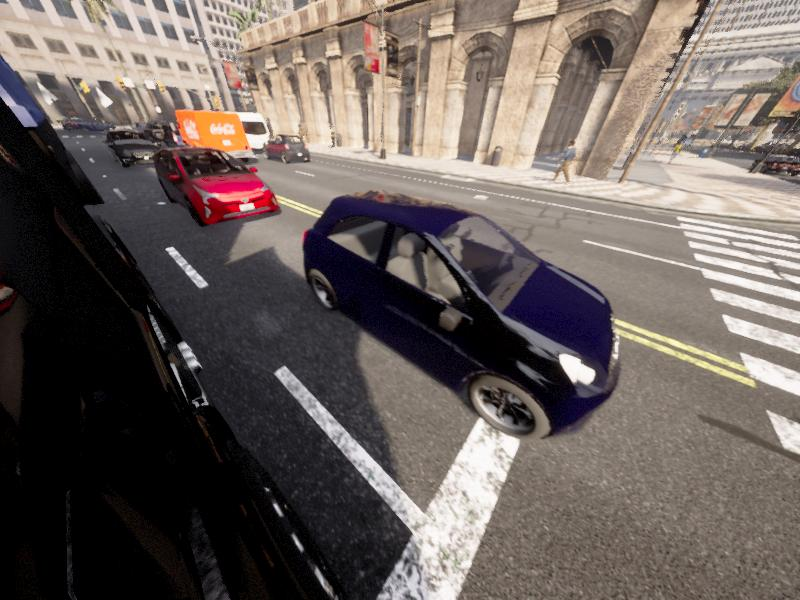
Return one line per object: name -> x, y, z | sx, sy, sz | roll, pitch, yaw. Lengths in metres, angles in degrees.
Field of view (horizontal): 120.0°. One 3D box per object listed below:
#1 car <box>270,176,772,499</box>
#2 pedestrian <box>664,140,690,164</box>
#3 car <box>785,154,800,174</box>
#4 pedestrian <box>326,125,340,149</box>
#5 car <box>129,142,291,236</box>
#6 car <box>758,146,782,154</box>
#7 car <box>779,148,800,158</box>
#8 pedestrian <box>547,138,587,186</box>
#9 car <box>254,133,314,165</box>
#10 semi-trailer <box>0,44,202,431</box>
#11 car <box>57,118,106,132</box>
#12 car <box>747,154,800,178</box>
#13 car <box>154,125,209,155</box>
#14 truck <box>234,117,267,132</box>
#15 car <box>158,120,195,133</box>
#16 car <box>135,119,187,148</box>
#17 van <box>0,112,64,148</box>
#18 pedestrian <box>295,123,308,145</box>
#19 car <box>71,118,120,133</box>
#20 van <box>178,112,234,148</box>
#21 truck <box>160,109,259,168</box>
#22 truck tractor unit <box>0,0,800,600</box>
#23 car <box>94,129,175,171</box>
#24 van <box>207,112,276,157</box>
car -> 0.485, -0.268, 2.745 | 3.633, 1.501, 1.845 | 28, 44, 30
pedestrian -> 26.396, -14.110, 22.090 | 0.751, 1.860, 0.751 | 29, 44, 31
car -> 37.854, -12.109, 20.800 | 1.994, 1.385, 4.181 | 27, 44, 29
pedestrian -> -6.514, -15.812, 22.436 | 0.751, 1.860, 0.751 | 27, 43, 29
car -> -5.464, -3.439, 6.617 | 4.514, 1.525, 2.007 | 28, 44, 30
car -> 88.556, -35.981, 55.403 | 1.816, 1.474, 4.193 | 28, 44, 30
car -> 79.022, -29.484, 46.236 | 1.812, 1.442, 4.674 | 28, 44, 30
pedestrian -> 7.908, -6.563, 10.978 | 0.751, 1.860, 0.751 | 32, 46, 33
car -> -7.732, -10.169, 15.431 | 3.633, 1.501, 1.845 | 28, 44, 30
semi-trailer -> -8.698, -3.600, 4.235 | 14.254, 4.402, 2.717 | 28, 44, 30
car -> -45.161, -24.864, 32.832 | 1.970, 1.475, 3.806 | 29, 44, 30
car -> 33.044, -11.817, 20.183 | 1.895, 1.301, 4.718 | 28, 44, 30
car -> -16.735, -12.311, 17.691 | 3.988, 1.617, 1.851 | 28, 44, 30
truck -> -33.624, -39.438, 52.055 | 2.627, 2.467, 5.204 | 29, 44, 30
car -> -38.127, -29.636, 39.479 | 1.851, 1.617, 3.988 | 29, 44, 30
car -> -21.493, -15.003, 20.767 | 4.605, 1.855, 1.932 | 28, 44, 30
van -> -27.634, -12.814, 17.411 | 4.442, 1.987, 1.775 | 28, 44, 30
pedestrian -> -10.906, -18.407, 25.630 | 0.751, 1.860, 0.751 | 21, 41, 23
car -> -41.764, -23.941, 31.761 | 1.845, 1.501, 3.633 | 29, 44, 30
van -> -19.012, -16.700, 22.618 | 5.915, 2.561, 1.988 | 29, 44, 30
truck -> -11.427, -9.783, 13.920 | 5.204, 2.467, 2.627 | 28, 44, 30
truck tractor unit -> -2.645, -0.295, 0.351 | 6.516, 4.208, 3.053 | 28, 44, 30
car -> -14.300, -8.172, 12.423 | 4.892, 1.490, 1.837 | 29, 44, 30
van -> -12.643, -13.242, 18.391 | 5.915, 2.561, 1.988 | 28, 44, 30
